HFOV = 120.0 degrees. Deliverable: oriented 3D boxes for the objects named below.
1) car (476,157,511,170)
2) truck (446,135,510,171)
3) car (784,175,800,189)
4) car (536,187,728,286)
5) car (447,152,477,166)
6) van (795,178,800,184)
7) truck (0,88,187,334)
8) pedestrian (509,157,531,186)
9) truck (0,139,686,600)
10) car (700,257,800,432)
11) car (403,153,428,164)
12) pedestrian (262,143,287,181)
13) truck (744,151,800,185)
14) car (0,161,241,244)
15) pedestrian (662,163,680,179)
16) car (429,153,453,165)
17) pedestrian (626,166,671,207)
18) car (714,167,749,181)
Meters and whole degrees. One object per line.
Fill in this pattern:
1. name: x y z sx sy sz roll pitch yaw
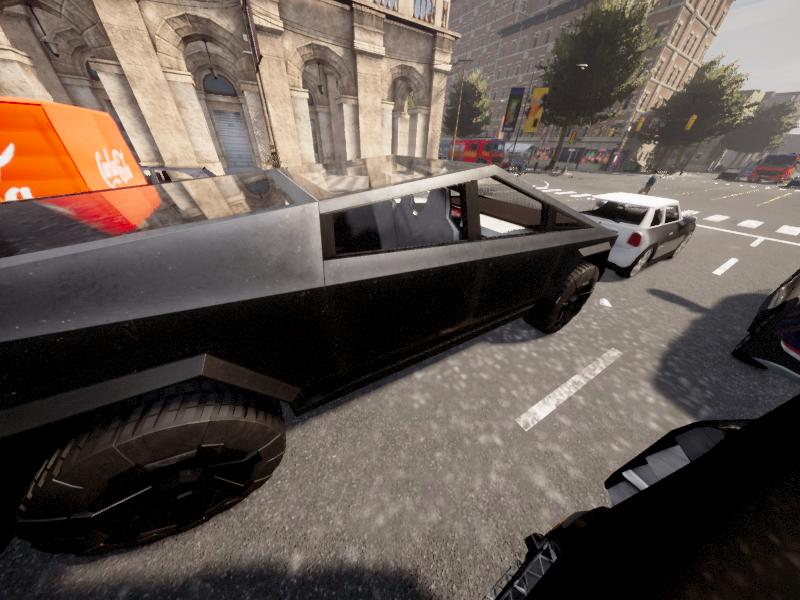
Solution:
1. car: 13.992 -20.585 34.857 1.895 1.301 4.718 -16 38 -26
2. truck: 10.717 -21.072 33.049 2.891 3.827 8.468 -16 38 -26
3. car: 49.946 -14.551 28.481 4.181 1.385 1.994 -16 38 -26
4. car: 5.756 -1.852 5.846 3.806 1.475 1.970 -16 38 -26
5. car: 10.544 -24.231 39.629 2.097 1.767 4.553 -16 38 -26
6. van: 63.937 -19.018 35.333 6.366 2.431 2.351 -16 38 -26
7. truck: -6.564 -0.983 2.683 5.204 2.467 2.627 -16 38 -26
8. pedestrian: 9.352 -10.009 18.017 0.751 1.860 0.751 -18 39 -28
9. truck: -0.123 -0.414 2.663 6.274 2.098 2.390 -16 38 -26
10. car: 6.275 0.179 2.691 4.856 1.649 2.033 -16 38 -26
11. car: 2.528 -24.523 39.890 1.895 1.301 4.718 -16 38 -26
12. pedestrian: -7.300 -8.050 13.505 0.751 1.860 0.751 -20 40 -30
13. truck: 54.915 -19.236 33.701 8.468 3.827 2.891 -16 38 -26
14. car: -6.687 -2.797 6.259 3.633 1.501 1.845 -16 38 -26
15. pedestrian: 38.393 -18.270 32.701 0.751 1.860 0.751 -15 38 -25
16. car: 6.835 -23.907 39.142 1.970 1.475 3.806 -16 38 -26
17. pedestrian: 13.361 -6.126 12.480 0.751 1.860 0.751 -16 38 -26
18. car: 51.942 -19.726 36.183 5.238 1.638 1.930 -17 38 -27
